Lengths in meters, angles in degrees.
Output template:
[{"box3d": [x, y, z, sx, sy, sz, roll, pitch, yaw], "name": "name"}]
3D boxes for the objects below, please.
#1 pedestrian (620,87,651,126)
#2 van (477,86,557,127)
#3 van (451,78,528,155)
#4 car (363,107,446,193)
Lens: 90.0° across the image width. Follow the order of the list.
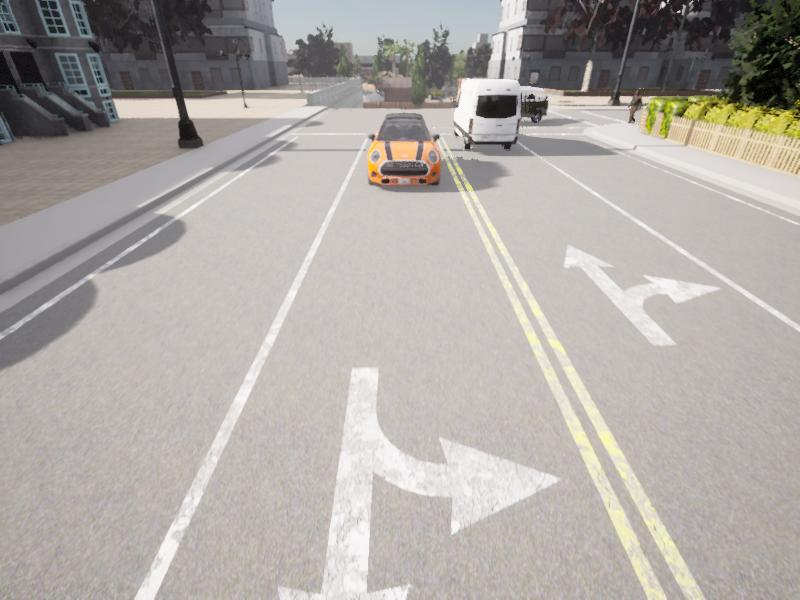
[{"box3d": [13.031, -10.713, 22.144, 0.751, 1.860, 0.751, -16, 34, -25], "name": "pedestrian"}, {"box3d": [7.133, -11.935, 24.497, 4.480, 2.038, 2.069, -19, 35, -31], "name": "van"}, {"box3d": [3.659, -8.321, 17.720, 1.988, 2.561, 5.915, 0, 30, 0], "name": "van"}, {"box3d": [0.123, -4.881, 12.575, 2.097, 1.767, 4.553, 0, 30, 0], "name": "car"}]
